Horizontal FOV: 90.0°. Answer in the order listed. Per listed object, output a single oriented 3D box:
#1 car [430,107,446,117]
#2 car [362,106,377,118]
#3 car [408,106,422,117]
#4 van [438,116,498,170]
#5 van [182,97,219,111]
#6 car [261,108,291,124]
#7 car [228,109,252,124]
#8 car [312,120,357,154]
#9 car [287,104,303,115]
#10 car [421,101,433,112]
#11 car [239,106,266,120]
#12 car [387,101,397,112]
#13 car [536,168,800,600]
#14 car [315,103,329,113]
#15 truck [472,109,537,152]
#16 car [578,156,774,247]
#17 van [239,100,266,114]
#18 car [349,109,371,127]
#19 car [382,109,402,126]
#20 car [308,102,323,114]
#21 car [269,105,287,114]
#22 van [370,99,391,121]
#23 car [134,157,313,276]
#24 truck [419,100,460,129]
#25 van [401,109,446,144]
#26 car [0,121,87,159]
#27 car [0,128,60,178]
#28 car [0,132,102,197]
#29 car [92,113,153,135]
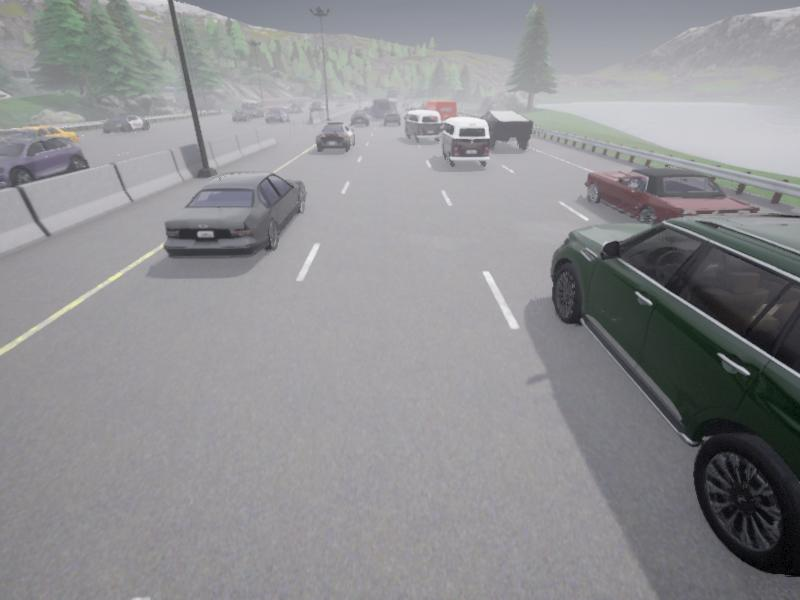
[{"bbox_3d":[5.800,-29.009,61.702,1.895,1.301,4.718,-1,27,-1],"label":"car"},{"bbox_3d":[-4.717,-29.426,62.412,2.007,1.525,4.514,-1,27,-1],"label":"car"},{"bbox_3d":[2.297,-29.100,61.704,1.816,1.474,4.193,-1,27,-1],"label":"car"},{"bbox_3d":[3.144,-7.825,19.637,2.069,2.038,4.480,-1,27,-1],"label":"van"},{"bbox_3d":[-39.909,-39.205,80.001,5.915,2.561,1.988,-1,27,-1],"label":"van"},{"bbox_3d":[-14.938,-22.265,48.433,2.038,1.542,4.974,-1,27,-1],"label":"car"},{"bbox_3d":[-19.678,-22.709,49.326,1.845,1.501,3.633,-5,28,-9],"label":"car"},{"bbox_3d":[-3.965,-10.337,25.136,2.038,1.542,4.974,-1,27,-1],"label":"car"},{"bbox_3d":[-18.918,-34.437,72.173,1.851,1.617,3.988,-1,27,-1],"label":"car"},{"bbox_3d":[5.428,-38.711,79.985,1.932,1.855,4.605,-1,27,-1],"label":"car"},{"bbox_3d":[-21.404,-27.337,58.348,2.242,1.667,4.611,-1,27,-1],"label":"car"},{"bbox_3d":[-1.571,-38.662,79.934,1.905,1.878,3.866,-1,27,-1],"label":"car"},{"bbox_3d":[3.460,0.207,3.976,2.150,2.045,5.566,-1,27,-1],"label":"car"},{"bbox_3d":[-15.575,-38.516,80.087,1.801,1.575,5.366,-1,27,-1],"label":"car"},{"bbox_3d":[6.515,-11.060,25.858,2.390,2.098,6.274,-1,27,-1],"label":"truck"},{"bbox_3d":[6.826,-2.852,10.742,1.895,1.301,4.718,-1,27,-1],"label":"car"},{"bbox_3d":[-28.042,-36.855,76.182,4.480,2.038,2.069,18,32,25],"label":"van"},{"bbox_3d":[-4.353,-20.219,44.380,2.038,1.542,4.974,-1,27,-1],"label":"car"},{"bbox_3d":[-0.876,-20.787,45.496,2.128,1.511,4.902,-1,27,-1],"label":"car"},{"bbox_3d":[-15.447,-35.372,73.602,1.905,1.878,3.866,-1,27,-1],"label":"car"},{"bbox_3d":[-22.445,-35.069,73.669,1.895,1.301,4.718,-1,27,-1],"label":"car"},{"bbox_3d":[-2.678,-26.201,54.931,1.988,2.561,5.915,-5,28,-9],"label":"van"},{"bbox_3d":[-3.651,-2.326,9.671,2.033,1.411,5.357,-1,27,-1],"label":"car"},{"bbox_3d":[3.993,-19.643,42.189,2.627,2.467,5.204,-7,28,-13],"label":"truck"},{"bbox_3d":[1.624,-12.761,29.270,2.069,2.038,4.480,-6,28,-11],"label":"van"},{"bbox_3d":[-21.437,-9.486,23.515,1.801,1.575,5.366,-1,27,-1],"label":"car"},{"bbox_3d":[-17.806,-6.304,17.199,2.242,1.667,4.611,-1,27,-1],"label":"car"},{"bbox_3d":[-14.266,-5.298,15.264,2.033,1.649,4.856,-1,27,-1],"label":"car"},{"bbox_3d":[-25.201,-16.172,36.627,2.038,1.542,4.974,-1,27,-1],"label":"car"}]
